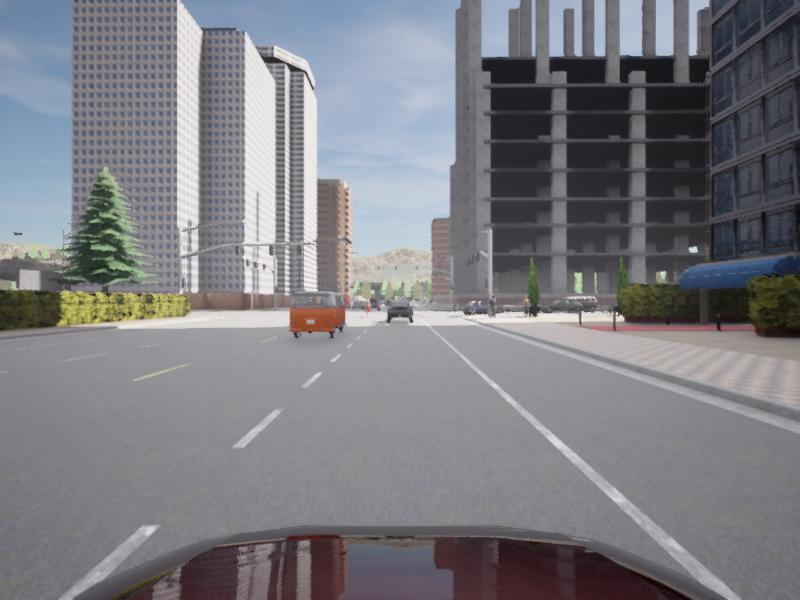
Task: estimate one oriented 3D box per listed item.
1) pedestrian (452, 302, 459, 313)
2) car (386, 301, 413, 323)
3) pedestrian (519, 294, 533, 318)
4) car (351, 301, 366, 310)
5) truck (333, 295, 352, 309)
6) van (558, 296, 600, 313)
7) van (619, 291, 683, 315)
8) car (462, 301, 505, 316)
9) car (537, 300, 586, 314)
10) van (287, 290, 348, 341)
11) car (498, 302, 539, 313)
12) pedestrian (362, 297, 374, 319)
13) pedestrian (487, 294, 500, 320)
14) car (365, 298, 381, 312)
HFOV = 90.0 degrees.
[{"bbox_3d":[6.821,0.921,49.381,0.751,1.300,0.751,0,0,-7],"label":"pedestrian"},{"bbox_3d":[0.020,0.844,29.457,1.837,1.490,4.892,0,-1,1],"label":"car"},{"bbox_3d":[9.800,0.487,31.111,0.751,1.860,0.751,0,0,-18],"label":"pedestrian"},{"bbox_3d":[-7.111,0.856,68.951,2.007,1.525,4.514,0,0,1],"label":"car"},{"bbox_3d":[-10.540,0.360,73.476,2.627,2.467,5.204,0,0,1],"label":"truck"},{"bbox_3d":[22.916,0.575,51.312,4.480,2.038,2.069,0,0,0],"label":"van"},{"bbox_3d":[27.699,0.325,44.277,5.915,2.561,1.988,0,0,0],"label":"van"},{"bbox_3d":[8.464,0.856,40.628,3.806,1.475,1.970,0,0,-8],"label":"car"},{"bbox_3d":[19.251,0.784,47.833,5.027,1.651,2.152,0,0,0],"label":"car"},{"bbox_3d":[-3.490,0.599,17.767,1.775,1.987,4.442,0,0,0],"label":"van"},{"bbox_3d":[15.145,0.948,51.364,4.718,1.301,1.895,0,0,0],"label":"car"},{"bbox_3d":[-2.768,0.640,34.271,0.751,1.860,0.751,0,0,-43],"label":"pedestrian"},{"bbox_3d":[6.786,0.487,28.990,0.751,1.860,0.751,0,0,-2],"label":"pedestrian"},{"bbox_3d":[-3.687,0.650,54.904,1.905,1.878,3.866,0,0,0],"label":"car"}]
